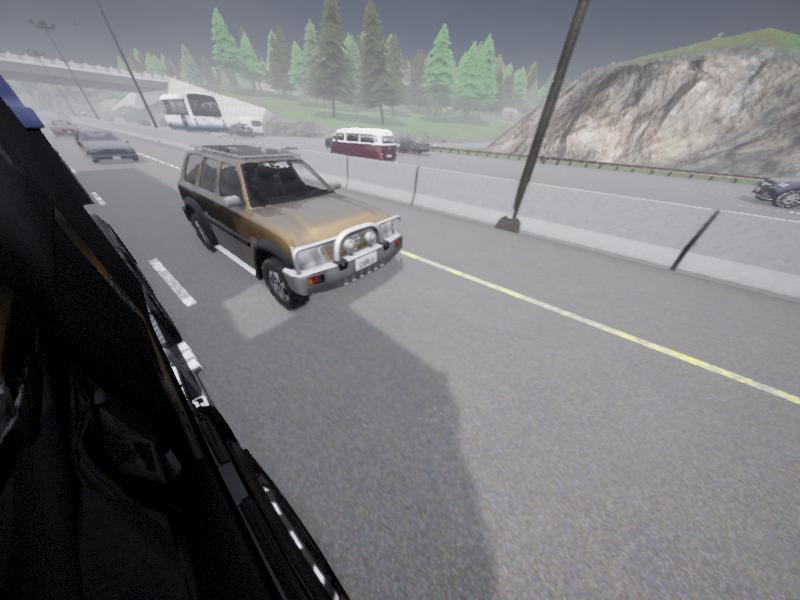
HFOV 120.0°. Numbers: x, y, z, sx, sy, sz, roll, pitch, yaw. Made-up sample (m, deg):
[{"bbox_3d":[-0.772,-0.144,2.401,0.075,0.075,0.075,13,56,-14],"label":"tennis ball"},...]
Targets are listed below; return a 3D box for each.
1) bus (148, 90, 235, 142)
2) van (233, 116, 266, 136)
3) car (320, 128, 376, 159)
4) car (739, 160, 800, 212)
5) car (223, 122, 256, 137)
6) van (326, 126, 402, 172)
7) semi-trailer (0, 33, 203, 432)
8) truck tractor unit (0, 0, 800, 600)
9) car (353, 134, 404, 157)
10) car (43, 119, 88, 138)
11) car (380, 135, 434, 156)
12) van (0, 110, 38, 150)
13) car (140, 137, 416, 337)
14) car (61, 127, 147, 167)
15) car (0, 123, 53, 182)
[{"bbox_3d":[-25.114,-22.025,27.845,10.273,4.253,3.944,27,43,28],"label":"bus"},{"bbox_3d":[-25.795,-29.771,39.557,5.915,2.561,1.988,27,43,28],"label":"van"},{"bbox_3d":[-4.387,-13.399,19.670,4.605,1.855,1.932,27,43,29],"label":"car"},{"bbox_3d":[18.625,-4.392,9.373,5.027,1.651,2.152,27,43,28],"label":"car"},{"bbox_3d":[-24.690,-26.186,35.572,4.611,1.667,2.242,27,43,28],"label":"car"},{"bbox_3d":[-2.312,-9.750,14.808,4.480,2.038,2.069,27,43,28],"label":"van"},{"bbox_3d":[-8.786,-3.548,4.135,14.254,4.402,2.717,27,43,29],"label":"semi-trailer"},{"bbox_3d":[-2.645,-0.295,0.351,6.516,4.208,3.053,28,44,30],"label":"truck tractor unit"},{"bbox_3d":[-2.069,-14.717,21.943,4.674,1.442,1.812,26,43,28],"label":"car"},{"bbox_3d":[-34.292,-17.541,23.675,4.181,1.385,1.994,27,43,28],"label":"car"},{"bbox_3d":[0.641,-16.010,23.885,5.357,1.411,2.033,27,43,28],"label":"car"},{"bbox_3d":[-27.010,-11.483,15.514,4.480,2.038,2.069,26,43,29],"label":"van"},{"bbox_3d":[-2.221,-1.631,4.123,4.605,1.855,1.932,27,43,29],"label":"car"},{"bbox_3d":[-16.885,-8.799,13.130,5.357,1.411,2.033,27,43,28],"label":"car"},{"bbox_3d":[-16.452,-6.016,9.263,4.856,1.649,2.033,26,42,28],"label":"car"}]
